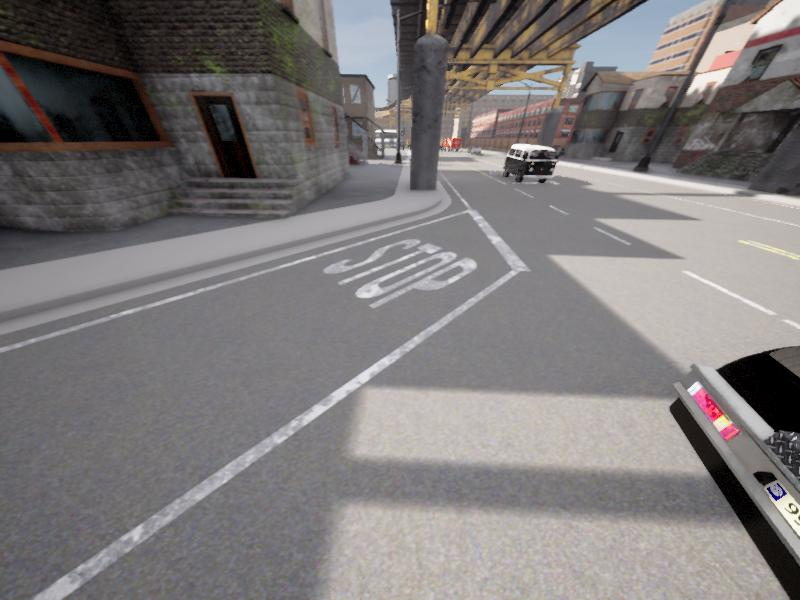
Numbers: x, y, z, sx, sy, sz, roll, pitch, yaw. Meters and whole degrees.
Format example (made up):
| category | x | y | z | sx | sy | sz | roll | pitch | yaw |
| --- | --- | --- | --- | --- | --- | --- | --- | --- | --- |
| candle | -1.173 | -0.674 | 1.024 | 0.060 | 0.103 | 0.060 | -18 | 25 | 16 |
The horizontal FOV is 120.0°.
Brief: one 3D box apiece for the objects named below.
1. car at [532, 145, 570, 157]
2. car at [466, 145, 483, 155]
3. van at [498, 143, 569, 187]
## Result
| category | x | y | z | sx | sy | sz | roll | pitch | yaw |
| --- | --- | --- | --- | --- | --- | --- | --- | --- | --- |
| car | 25.407 | -25.092 | 38.884 | 4.974 | 1.542 | 2.038 | 20 | 40 | 26 |
| car | 13.268 | -26.842 | 41.274 | 1.845 | 1.501 | 3.633 | 1 | 35 | 1 |
| van | 8.440 | -9.049 | 15.282 | 2.069 | 2.038 | 4.480 | 2 | 36 | 2 |
